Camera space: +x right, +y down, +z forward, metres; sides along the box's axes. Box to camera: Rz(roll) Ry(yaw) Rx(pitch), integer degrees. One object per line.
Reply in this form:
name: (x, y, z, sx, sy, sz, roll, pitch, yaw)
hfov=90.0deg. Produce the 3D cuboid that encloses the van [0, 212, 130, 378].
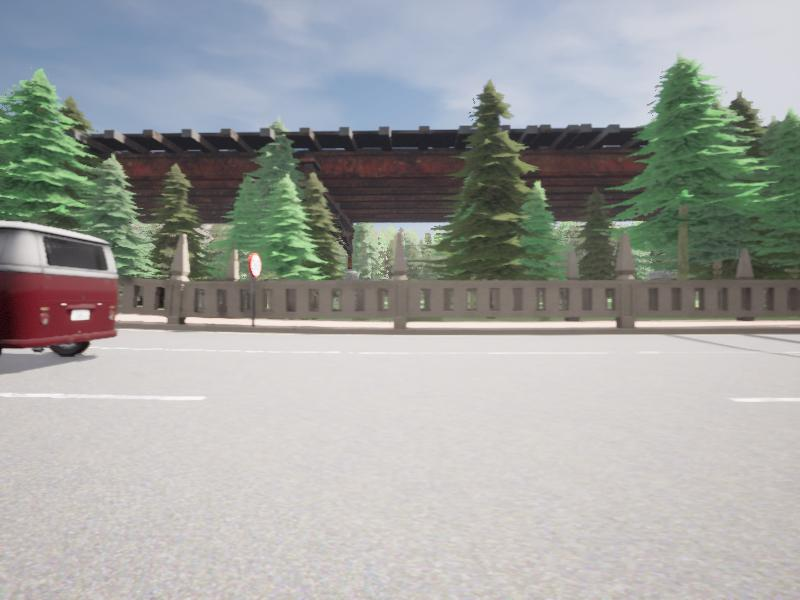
van: (-6.706, -0.130, 5.707, 4.442, 1.987, 1.775, 2, 0, 0)
